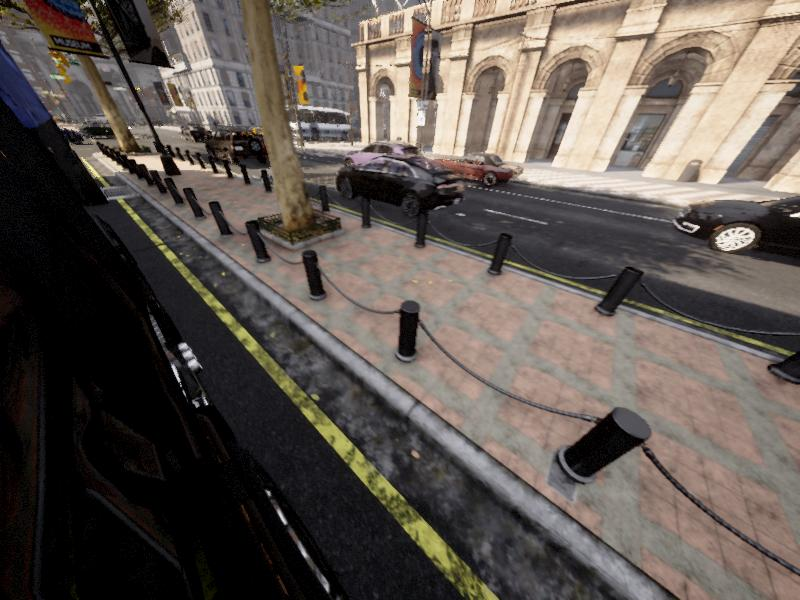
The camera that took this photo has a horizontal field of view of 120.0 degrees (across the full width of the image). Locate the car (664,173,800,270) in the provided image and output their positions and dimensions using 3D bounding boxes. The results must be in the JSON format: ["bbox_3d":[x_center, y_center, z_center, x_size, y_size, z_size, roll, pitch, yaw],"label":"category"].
[{"bbox_3d":[9.739,-1.562,5.139,4.892,1.490,1.837,28,43,29],"label":"car"}]

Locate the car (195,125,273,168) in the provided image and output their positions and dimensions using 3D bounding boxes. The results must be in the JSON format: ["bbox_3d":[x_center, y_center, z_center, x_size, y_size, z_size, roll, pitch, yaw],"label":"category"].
[{"bbox_3d":[-10.087,-9.424,14.052,4.605,1.855,1.932,27,43,30],"label":"car"}]

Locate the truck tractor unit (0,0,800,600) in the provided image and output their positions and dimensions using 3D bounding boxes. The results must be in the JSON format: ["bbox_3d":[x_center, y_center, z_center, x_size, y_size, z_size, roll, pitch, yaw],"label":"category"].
[{"bbox_3d":[-2.645,-0.295,0.351,6.516,4.208,3.053,28,44,30],"label":"truck tractor unit"}]

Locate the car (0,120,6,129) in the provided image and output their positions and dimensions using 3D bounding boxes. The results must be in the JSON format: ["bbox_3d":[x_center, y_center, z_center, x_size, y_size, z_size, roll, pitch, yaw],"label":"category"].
[{"bbox_3d":[-53.933,-23.355,30.229,4.674,1.442,1.812,28,43,30],"label":"car"}]

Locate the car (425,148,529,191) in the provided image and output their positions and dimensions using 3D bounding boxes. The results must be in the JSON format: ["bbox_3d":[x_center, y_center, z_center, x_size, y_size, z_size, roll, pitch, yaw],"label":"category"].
[{"bbox_3d":[3.908,-7.071,12.292,4.718,1.301,1.895,28,43,29],"label":"car"}]

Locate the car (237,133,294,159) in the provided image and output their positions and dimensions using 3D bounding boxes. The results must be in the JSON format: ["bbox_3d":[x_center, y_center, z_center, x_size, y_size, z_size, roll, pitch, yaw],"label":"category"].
[{"bbox_3d":[-10.599,-12.196,18.161,4.181,1.385,1.994,28,43,29],"label":"car"}]

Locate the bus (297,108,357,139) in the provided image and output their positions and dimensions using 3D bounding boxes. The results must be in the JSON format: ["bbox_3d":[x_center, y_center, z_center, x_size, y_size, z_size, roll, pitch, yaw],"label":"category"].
[{"bbox_3d":[-13.641,-34.028,44.785,3.944,4.253,10.273,28,43,29],"label":"bus"}]

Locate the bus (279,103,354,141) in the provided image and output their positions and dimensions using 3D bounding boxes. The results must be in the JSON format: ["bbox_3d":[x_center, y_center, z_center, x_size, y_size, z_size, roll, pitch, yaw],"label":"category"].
[{"bbox_3d":[-12.848,-28.197,37.027,3.944,4.253,10.273,27,43,29],"label":"bus"}]

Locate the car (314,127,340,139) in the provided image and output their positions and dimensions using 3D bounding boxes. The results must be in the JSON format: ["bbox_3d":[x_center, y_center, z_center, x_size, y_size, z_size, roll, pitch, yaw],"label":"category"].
[{"bbox_3d":[-13.169,-30.147,41.829,1.851,1.617,3.988,27,43,29],"label":"car"}]

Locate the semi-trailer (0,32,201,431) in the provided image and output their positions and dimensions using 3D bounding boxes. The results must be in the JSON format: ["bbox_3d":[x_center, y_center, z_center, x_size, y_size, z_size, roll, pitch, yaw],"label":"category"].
[{"bbox_3d":[-8.647,-3.638,4.279,14.254,4.402,2.717,29,44,30],"label":"semi-trailer"}]

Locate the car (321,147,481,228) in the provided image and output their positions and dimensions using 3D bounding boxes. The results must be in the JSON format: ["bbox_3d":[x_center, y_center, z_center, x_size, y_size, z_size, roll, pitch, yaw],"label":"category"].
[{"bbox_3d":[-0.183,-4.066,7.833,4.902,1.511,2.128,28,43,29],"label":"car"}]

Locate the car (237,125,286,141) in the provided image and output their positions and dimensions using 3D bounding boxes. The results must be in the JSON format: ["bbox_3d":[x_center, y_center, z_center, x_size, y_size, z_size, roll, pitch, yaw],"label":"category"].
[{"bbox_3d":[-18.906,-22.907,31.786,1.801,1.575,5.366,30,45,32],"label":"car"}]

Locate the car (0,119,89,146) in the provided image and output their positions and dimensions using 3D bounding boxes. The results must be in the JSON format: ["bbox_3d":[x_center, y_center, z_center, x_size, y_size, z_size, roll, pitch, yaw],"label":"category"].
[{"bbox_3d":[-27.912,-13.135,18.145,1.789,1.549,3.705,27,44,29],"label":"car"}]

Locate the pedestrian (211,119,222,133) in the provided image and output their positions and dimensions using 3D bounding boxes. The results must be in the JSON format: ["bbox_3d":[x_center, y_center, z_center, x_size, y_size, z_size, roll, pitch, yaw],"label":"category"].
[{"bbox_3d":[-33.291,-31.531,41.871,0.751,1.860,0.751,23,41,25],"label":"pedestrian"}]

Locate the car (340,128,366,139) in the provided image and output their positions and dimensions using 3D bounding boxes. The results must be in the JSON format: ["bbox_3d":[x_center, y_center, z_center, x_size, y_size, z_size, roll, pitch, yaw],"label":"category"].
[{"bbox_3d":[-9.212,-32.944,45.778,2.242,1.667,4.611,27,43,29],"label":"car"}]

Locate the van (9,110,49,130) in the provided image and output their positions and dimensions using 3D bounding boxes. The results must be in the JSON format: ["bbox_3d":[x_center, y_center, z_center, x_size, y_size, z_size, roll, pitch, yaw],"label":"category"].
[{"bbox_3d":[-51.219,-24.894,31.966,4.480,2.038,2.069,28,43,29],"label":"van"}]

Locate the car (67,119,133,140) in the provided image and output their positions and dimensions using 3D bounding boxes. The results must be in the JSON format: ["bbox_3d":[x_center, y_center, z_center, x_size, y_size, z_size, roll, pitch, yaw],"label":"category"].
[{"bbox_3d":[-30.957,-17.622,23.954,1.789,1.549,3.705,27,43,29],"label":"car"}]

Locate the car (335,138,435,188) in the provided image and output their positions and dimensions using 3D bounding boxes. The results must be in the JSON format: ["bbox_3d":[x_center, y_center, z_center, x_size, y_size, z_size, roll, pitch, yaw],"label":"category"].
[{"bbox_3d":[-0.885,-7.202,11.886,4.856,1.649,2.033,28,43,30],"label":"car"}]

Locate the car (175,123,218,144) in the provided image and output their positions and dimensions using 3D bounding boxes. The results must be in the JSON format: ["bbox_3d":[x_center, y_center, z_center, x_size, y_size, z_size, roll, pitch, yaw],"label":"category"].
[{"bbox_3d":[-22.818,-18.728,25.886,5.238,1.638,1.930,28,43,29],"label":"car"}]
